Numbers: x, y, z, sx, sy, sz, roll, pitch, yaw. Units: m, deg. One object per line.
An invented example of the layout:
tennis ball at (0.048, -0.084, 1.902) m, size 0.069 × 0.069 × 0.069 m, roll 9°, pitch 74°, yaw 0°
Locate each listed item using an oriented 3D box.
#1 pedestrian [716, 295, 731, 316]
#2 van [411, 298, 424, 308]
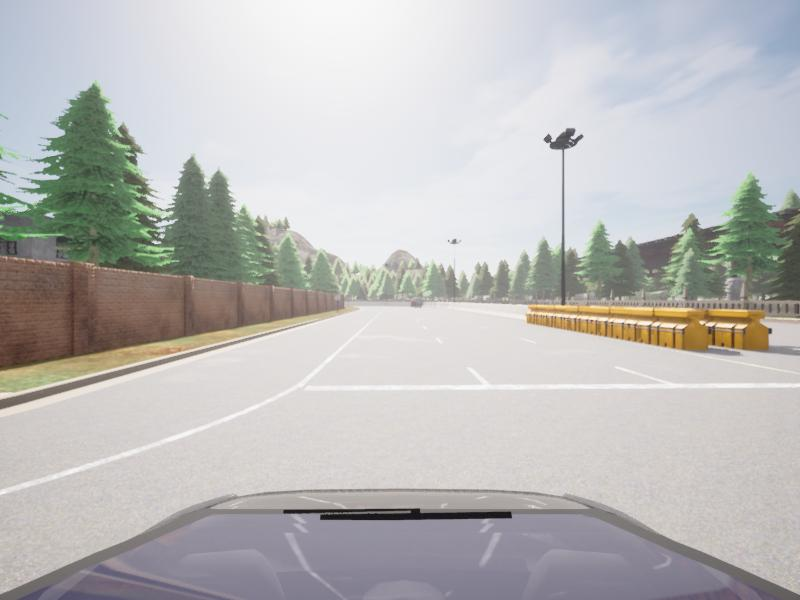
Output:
pedestrian at (29.004, 0.493, 35.837) m, size 0.751 × 1.860 × 0.751 m, roll 0°, pitch 0°, yaw -1°
van at (3.632, 0.617, 84.264) m, size 1.775 × 1.987 × 4.442 m, roll 0°, pitch 0°, yaw -12°
